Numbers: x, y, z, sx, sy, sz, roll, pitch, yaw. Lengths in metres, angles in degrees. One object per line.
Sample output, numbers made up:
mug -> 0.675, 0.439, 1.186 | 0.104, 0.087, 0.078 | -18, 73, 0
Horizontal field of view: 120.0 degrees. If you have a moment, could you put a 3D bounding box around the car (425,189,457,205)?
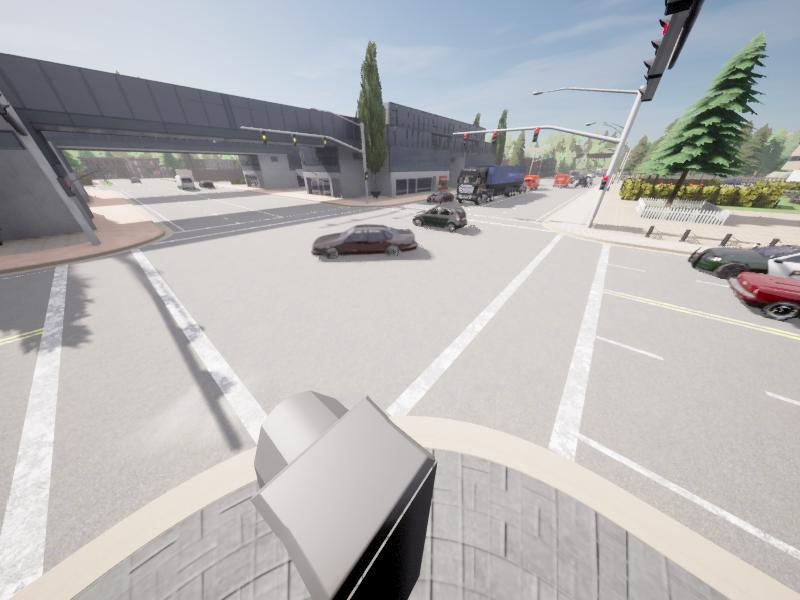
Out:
car -> 5.162, -13.035, 29.215 | 1.994, 1.385, 4.181 | 23, 37, 34

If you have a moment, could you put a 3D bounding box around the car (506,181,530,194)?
car -> 20.643, -19.678, 40.428 | 2.242, 1.667, 4.611 | 22, 37, 34

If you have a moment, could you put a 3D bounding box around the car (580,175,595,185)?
car -> 47.949, -30.647, 59.042 | 2.150, 2.045, 5.566 | 23, 37, 34

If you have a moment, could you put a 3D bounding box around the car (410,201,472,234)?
car -> 2.934, -6.170, 17.086 | 3.988, 1.617, 1.851 | 21, 36, 31

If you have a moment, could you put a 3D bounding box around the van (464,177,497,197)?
van -> 12.954, -18.140, 36.999 | 2.351, 2.431, 6.366 | 23, 37, 34

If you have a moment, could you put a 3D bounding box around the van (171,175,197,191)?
van -> -43.094, -23.472, 46.121 | 5.915, 2.561, 1.988 | 23, 37, 34

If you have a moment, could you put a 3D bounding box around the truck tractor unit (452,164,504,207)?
truck tractor unit -> 9.606, -14.193, 28.377 | 3.053, 4.208, 6.516 | 23, 37, 34

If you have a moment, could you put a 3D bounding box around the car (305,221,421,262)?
car -> -1.800, -3.129, 12.032 | 5.357, 1.411, 2.033 | -4, 30, -6

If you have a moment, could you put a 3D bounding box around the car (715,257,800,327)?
car -> 12.959, 0.204, 6.357 | 4.718, 1.301, 1.895 | 23, 37, 34

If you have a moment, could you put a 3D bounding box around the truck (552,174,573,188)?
truck -> 36.498, -26.721, 51.844 | 2.627, 2.467, 5.204 | 23, 38, 34

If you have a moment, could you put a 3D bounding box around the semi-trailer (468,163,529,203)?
semi-trailer -> 14.688, -17.315, 33.578 | 2.717, 4.402, 14.254 | 23, 37, 34

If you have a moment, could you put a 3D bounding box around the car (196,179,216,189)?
car -> -41.130, -24.568, 48.917 | 5.238, 1.638, 1.930 | 24, 38, 35

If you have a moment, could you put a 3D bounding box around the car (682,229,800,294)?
car -> 14.978, -1.333, 8.790 | 4.974, 1.542, 2.038 | 23, 37, 34

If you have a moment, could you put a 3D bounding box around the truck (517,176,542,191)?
truck -> 25.336, -22.804, 45.048 | 2.627, 2.467, 5.204 | 23, 36, 34
